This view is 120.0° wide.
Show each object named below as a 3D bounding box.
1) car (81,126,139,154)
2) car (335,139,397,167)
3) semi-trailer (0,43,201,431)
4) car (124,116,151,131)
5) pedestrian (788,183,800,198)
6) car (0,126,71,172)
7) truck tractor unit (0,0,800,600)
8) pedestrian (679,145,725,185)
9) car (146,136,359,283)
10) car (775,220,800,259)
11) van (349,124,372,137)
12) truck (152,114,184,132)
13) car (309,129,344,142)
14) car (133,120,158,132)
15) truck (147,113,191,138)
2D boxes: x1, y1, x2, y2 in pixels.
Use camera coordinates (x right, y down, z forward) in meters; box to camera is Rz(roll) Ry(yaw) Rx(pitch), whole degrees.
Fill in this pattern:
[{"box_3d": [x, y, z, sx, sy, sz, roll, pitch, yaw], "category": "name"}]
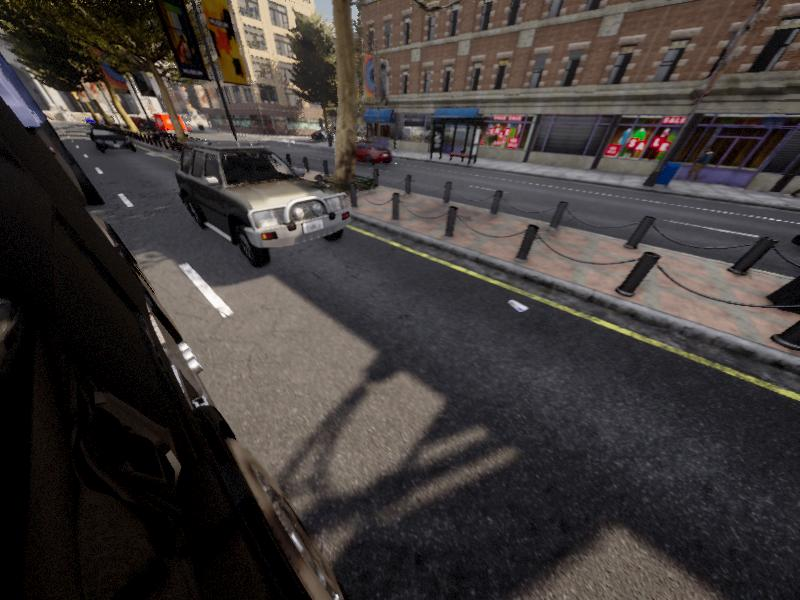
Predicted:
[{"box_3d": [-21.199, -11.737, 16.872, 4.674, 1.442, 1.812, 28, 44, 30], "category": "car"}, {"box_3d": [-2.504, -10.753, 16.777, 4.181, 1.385, 1.994, 28, 44, 30], "category": "car"}, {"box_3d": [-8.695, -3.598, 4.245, 14.254, 4.402, 2.717, 28, 44, 30], "category": "semi-trailer"}, {"box_3d": [-49.570, -33.335, 43.558, 5.566, 2.045, 2.150, 29, 44, 31], "category": "car"}, {"box_3d": [19.746, -5.752, 10.750, 0.751, 1.860, 0.751, -30, 47, -36], "category": "pedestrian"}, {"box_3d": [-18.313, -7.507, 11.339, 4.892, 1.490, 1.837, 28, 44, 30], "category": "car"}, {"box_3d": [-2.645, -0.295, 0.351, 6.516, 4.208, 3.053, 28, 44, 30], "category": "truck tractor unit"}, {"box_3d": [17.369, -7.805, 13.353, 0.751, 1.860, 0.751, -29, 47, -35], "category": "pedestrian"}, {"box_3d": [-3.250, -2.379, 5.084, 4.605, 1.855, 1.932, 27, 43, 30], "category": "car"}, {"box_3d": [11.393, -0.978, 4.446, 3.806, 1.475, 1.970, 24, 42, 26], "category": "car"}, {"box_3d": [-10.569, -45.132, 61.480, 6.366, 2.431, 2.351, 28, 44, 30], "category": "van"}, {"box_3d": [-43.062, -32.790, 42.880, 5.204, 2.467, 2.627, 28, 44, 30], "category": "truck"}, {"box_3d": [-11.652, -26.327, 36.958, 2.038, 1.542, 4.974, 24, 42, 26], "category": "car"}, {"box_3d": [-44.383, -30.413, 40.331, 3.988, 1.617, 1.851, 28, 44, 30], "category": "car"}, {"box_3d": [-31.880, -24.114, 31.940, 5.204, 2.467, 2.627, 28, 43, 30], "category": "truck"}]
